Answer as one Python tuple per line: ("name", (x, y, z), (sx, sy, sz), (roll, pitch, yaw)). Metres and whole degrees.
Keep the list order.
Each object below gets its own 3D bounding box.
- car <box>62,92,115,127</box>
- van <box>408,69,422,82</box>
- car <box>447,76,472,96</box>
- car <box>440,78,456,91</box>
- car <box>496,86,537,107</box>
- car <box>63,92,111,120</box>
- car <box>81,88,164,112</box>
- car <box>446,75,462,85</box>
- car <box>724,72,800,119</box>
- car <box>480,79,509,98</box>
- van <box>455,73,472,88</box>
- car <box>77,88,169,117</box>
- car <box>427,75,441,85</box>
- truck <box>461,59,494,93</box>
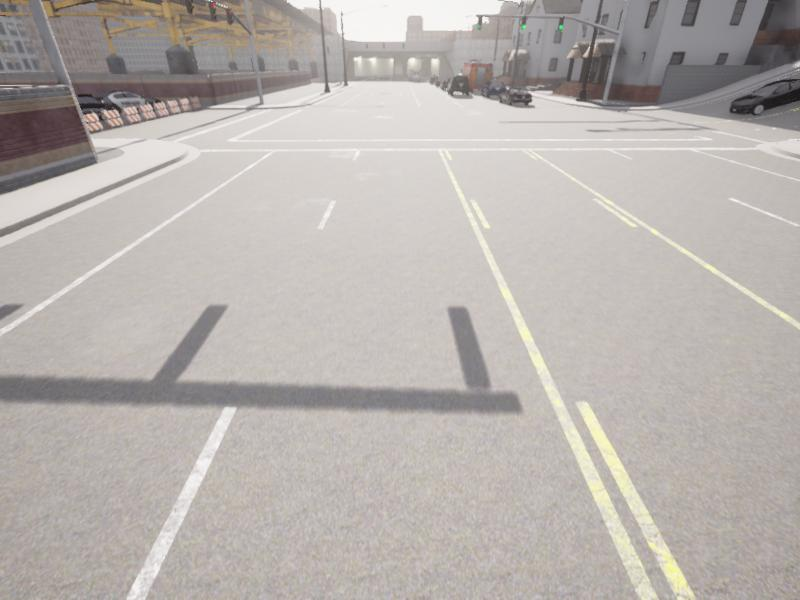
("car", (-19.387, -11.902, 24.803), (2.038, 1.542, 4.974), (-20, 36, -31))
("van", (3.370, -51.666, 92.101), (2.351, 2.431, 6.366), (-3, 30, -5))
("car", (7.104, -26.054, 48.610), (2.150, 2.045, 5.566), (0, 30, 0))
("car", (7.129, -32.230, 59.745), (1.837, 1.490, 4.892), (0, 30, 0))
("car", (10.607, -18.829, 36.903), (2.033, 1.411, 5.357), (-1, 30, -2))
("car", (-19.418, -12.059, 24.760), (1.853, 1.218, 4.536), (-20, 36, -31))
("car", (-20.192, -14.722, 29.320), (1.853, 1.218, 4.536), (15, 34, 24))
("car", (10.466, -42.855, 78.001), (2.128, 1.511, 4.902), (-2, 31, -3))
("car", (25.187, -13.795, 26.879), (5.008, 1.535, 1.882), (-14, 30, 7))
("car", (10.599, -23.958, 45.284), (2.097, 1.767, 4.553), (0, 30, 0))
("van", (10.643, -36.852, 67.130), (2.069, 2.038, 4.480), (0, 31, 0))
("car", (-20.167, -14.609, 29.439), (2.038, 1.542, 4.974), (15, 34, 24))
("car", (6.738, -44.043, 80.004), (1.837, 1.490, 4.892), (-3, 31, -6))
("truck", (10.626, -31.354, 55.941), (2.891, 3.827, 8.468), (0, 30, 0))
